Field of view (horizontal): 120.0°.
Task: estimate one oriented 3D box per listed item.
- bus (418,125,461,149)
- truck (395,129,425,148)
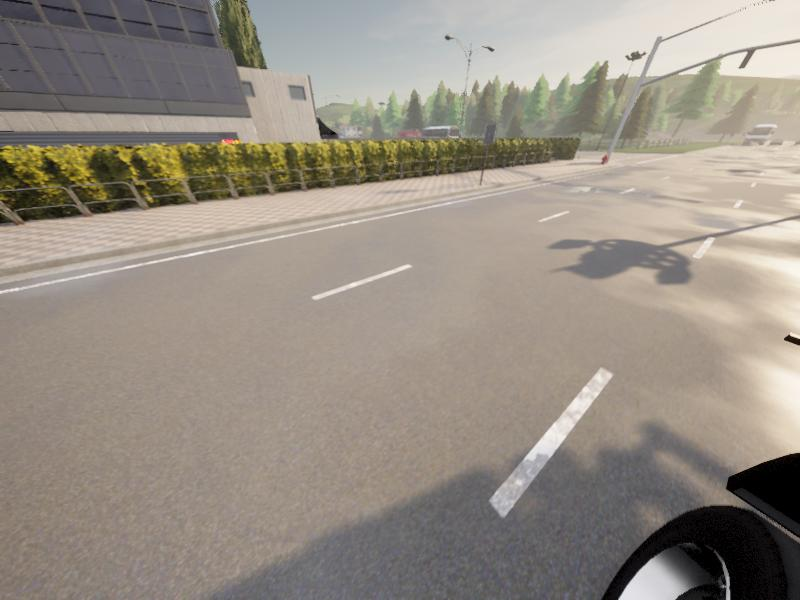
[{"bbox_3d":[9.280,-39.526,56.092,3.944,4.253,10.273,-22,41,-28],"label":"bus"},{"bbox_3d":[2.442,-41.569,59.418,2.891,3.827,8.468,-22,41,-28],"label":"truck"}]
